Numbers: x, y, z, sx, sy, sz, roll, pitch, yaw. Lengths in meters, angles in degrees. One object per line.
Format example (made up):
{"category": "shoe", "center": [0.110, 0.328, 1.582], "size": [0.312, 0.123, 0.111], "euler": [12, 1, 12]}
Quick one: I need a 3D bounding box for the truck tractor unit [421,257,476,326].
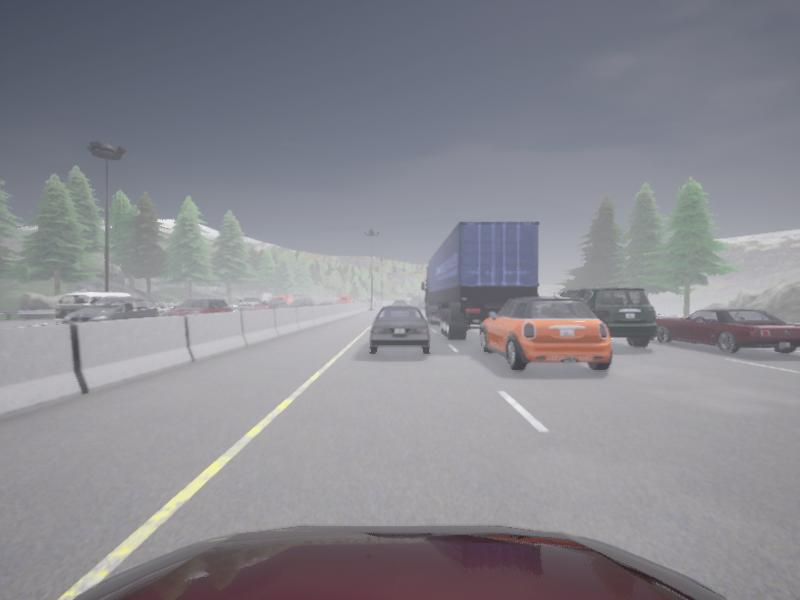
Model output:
{"category": "truck tractor unit", "center": [3.126, -0.530, 27.616], "size": [3.053, 4.208, 6.516], "euler": [0, 0, 0]}

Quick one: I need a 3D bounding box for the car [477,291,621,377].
{"category": "car", "center": [3.497, 0.703, 10.495], "size": [2.097, 1.767, 4.553], "euler": [0, 0, 0]}

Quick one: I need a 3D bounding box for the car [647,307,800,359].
{"category": "car", "center": [10.494, 0.937, 13.128], "size": [1.895, 1.301, 4.718], "euler": [0, 0, 0]}

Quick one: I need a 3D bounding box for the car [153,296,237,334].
{"category": "car", "center": [-10.510, 0.683, 20.956], "size": [2.097, 1.767, 4.553], "euler": [0, 0, 0]}

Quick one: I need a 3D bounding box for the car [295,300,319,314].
{"category": "car", "center": [-10.518, 0.793, 45.507], "size": [1.789, 1.549, 3.705], "euler": [0, 0, 0]}

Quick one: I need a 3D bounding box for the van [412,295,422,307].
{"category": "van", "center": [3.595, 0.275, 86.805], "size": [1.988, 2.561, 5.915], "euler": [0, 0, 0]}

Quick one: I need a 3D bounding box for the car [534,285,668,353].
{"category": "car", "center": [6.993, 0.562, 14.833], "size": [2.150, 2.045, 5.566], "euler": [0, 0, 0]}

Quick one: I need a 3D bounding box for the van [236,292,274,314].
{"category": "van", "center": [-17.521, 0.352, 48.732], "size": [2.351, 2.431, 6.366], "euler": [0, 0, 0]}

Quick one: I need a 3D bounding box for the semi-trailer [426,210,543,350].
{"category": "semi-trailer", "center": [3.136, -0.628, 19.704], "size": [2.717, 4.402, 14.254], "euler": [0, 0, 0]}

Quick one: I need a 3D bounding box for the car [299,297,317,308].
{"category": "car", "center": [-17.493, 0.529, 76.193], "size": [2.150, 2.045, 5.566], "euler": [0, 0, 0]}

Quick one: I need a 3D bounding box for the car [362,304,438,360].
{"category": "car", "center": [-0.005, 0.888, 13.348], "size": [2.033, 1.411, 5.357], "euler": [0, 0, 0]}

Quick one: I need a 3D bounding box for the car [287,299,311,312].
{"category": "car", "center": [-14.017, 0.728, 55.832], "size": [2.242, 1.667, 4.611], "euler": [0, 0, 0]}

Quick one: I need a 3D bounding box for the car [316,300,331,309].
{"category": "car", "center": [-13.995, 0.761, 73.433], "size": [1.801, 1.575, 5.366], "euler": [0, 0, 0]}

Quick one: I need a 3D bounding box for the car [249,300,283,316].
{"category": "car", "center": [-14.018, 0.806, 42.140], "size": [2.007, 1.525, 4.514], "euler": [0, 0, 0]}

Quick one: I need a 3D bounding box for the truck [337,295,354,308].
{"category": "truck", "center": [-10.504, 0.323, 77.529], "size": [2.627, 2.467, 5.204], "euler": [0, -1, 0]}

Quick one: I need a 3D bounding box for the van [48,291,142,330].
{"category": "van", "center": [-17.509, 0.562, 23.304], "size": [2.069, 2.038, 4.480], "euler": [0, 0, 0]}

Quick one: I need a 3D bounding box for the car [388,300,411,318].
{"category": "car", "center": [-0.013, 0.804, 37.922], "size": [2.038, 1.542, 4.974], "euler": [0, 0, 0]}

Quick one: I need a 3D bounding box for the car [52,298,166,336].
{"category": "car", "center": [-14.008, 0.747, 19.714], "size": [2.242, 1.667, 4.611], "euler": [0, 0, 0]}

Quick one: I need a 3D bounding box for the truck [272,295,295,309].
{"category": "truck", "center": [-21.008, 0.326, 72.146], "size": [2.627, 2.467, 5.204], "euler": [0, -1, 0]}
